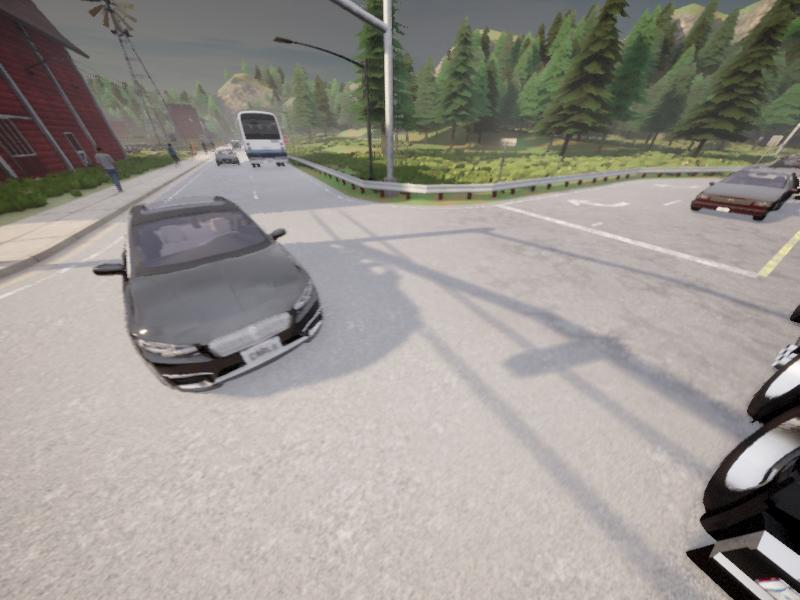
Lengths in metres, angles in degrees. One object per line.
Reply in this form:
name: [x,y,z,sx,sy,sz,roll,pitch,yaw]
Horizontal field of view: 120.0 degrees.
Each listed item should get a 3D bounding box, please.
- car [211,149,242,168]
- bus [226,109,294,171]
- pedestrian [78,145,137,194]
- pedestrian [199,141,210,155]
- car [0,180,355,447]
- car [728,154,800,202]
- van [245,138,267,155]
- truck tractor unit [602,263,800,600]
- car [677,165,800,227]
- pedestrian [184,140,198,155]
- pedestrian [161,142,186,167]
car: [-17.714,-14.625,23.746,1.994,1.385,4.181,-17,39,-24]
bus: [-14.433,-16.416,23.827,3.944,4.253,10.273,-17,39,-24]
pedestrian: [-13.387,-6.015,10.654,0.751,1.860,0.751,-15,38,-21]
pedestrian: [-30.467,-23.715,35.990,0.751,1.860,0.751,-22,40,-28]
car: [-3.064,-0.736,3.738,2.128,1.511,4.902,-27,43,-34]
car: [19.755,-6.349,11.789,4.611,1.667,2.242,-18,39,-24]
van: [-25.574,-27.265,40.940,2.351,2.431,6.366,-18,39,-25]
truck tractor unit: [5.105,-0.307,0.780,6.516,4.208,3.053,-18,39,-24]
car: [13.591,-4.232,8.946,5.357,1.411,2.033,-18,39,-24]
pedestrian: [-33.251,-24.299,36.810,0.751,1.860,0.751,14,37,19]
pedestrian: [-20.150,-12.948,20.577,0.751,1.860,0.751,-11,36,-16]
